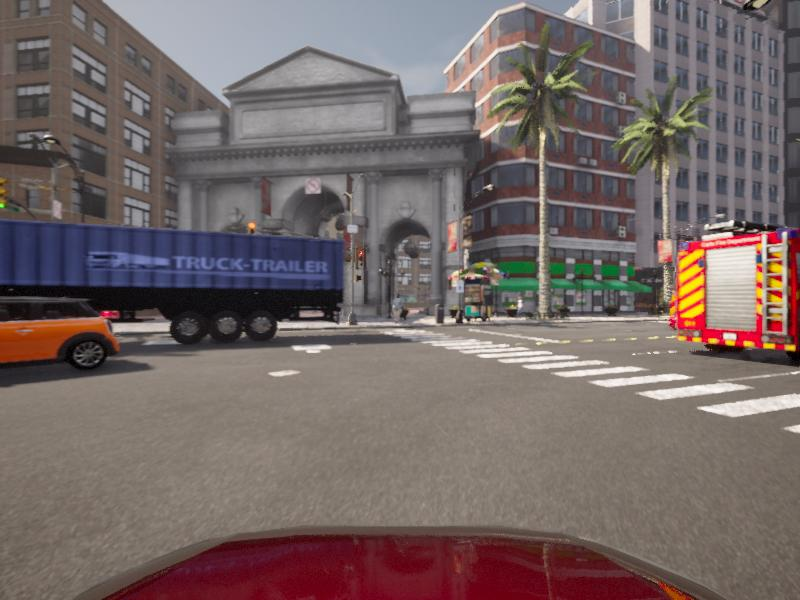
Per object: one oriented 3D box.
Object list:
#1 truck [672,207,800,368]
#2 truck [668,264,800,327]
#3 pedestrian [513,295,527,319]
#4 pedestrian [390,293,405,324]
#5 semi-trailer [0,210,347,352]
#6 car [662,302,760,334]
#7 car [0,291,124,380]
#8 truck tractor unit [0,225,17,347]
[{"bbox_3d":[12.737,-0.296,12.396,8.468,3.827,2.891,0,0,-22],"label":"truck"},{"bbox_3d":[22.755,-0.270,27.215,8.468,3.827,2.891,0,0,-19],"label":"truck"},{"bbox_3d":[9.537,0.537,31.779,0.751,1.860,0.751,0,0,-20],"label":"pedestrian"},{"bbox_3d":[-0.144,0.521,24.281,0.751,1.860,0.751,0,0,11],"label":"pedestrian"},{"bbox_3d":[-9.310,-0.600,15.042,14.254,4.402,2.717,0,0,-21],"label":"semi-trailer"},{"bbox_3d":[16.391,0.868,21.124,4.514,1.525,2.007,0,0,-21],"label":"car"},{"bbox_3d":[-8.870,0.703,8.537,2.097,1.767,4.553,0,0,42],"label":"car"},{"bbox_3d":[-16.706,-0.513,12.226,6.516,4.208,3.053,0,0,-21],"label":"truck tractor unit"}]
